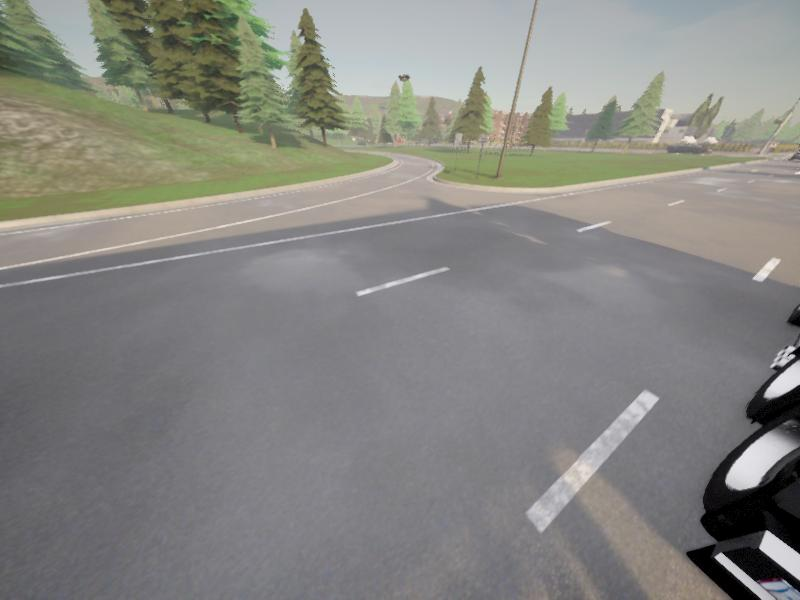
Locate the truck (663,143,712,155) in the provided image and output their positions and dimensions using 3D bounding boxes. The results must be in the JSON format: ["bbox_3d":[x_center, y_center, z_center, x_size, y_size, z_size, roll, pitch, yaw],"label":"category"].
[{"bbox_3d":[64.468,-34.046,52.028,2.390,2.098,6.274,-18,39,-25],"label":"truck"}]

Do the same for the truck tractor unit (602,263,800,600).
[{"bbox_3d":[5.116,-0.291,0.797,6.516,4.208,3.053,-18,39,-24],"label":"truck tractor unit"}]
